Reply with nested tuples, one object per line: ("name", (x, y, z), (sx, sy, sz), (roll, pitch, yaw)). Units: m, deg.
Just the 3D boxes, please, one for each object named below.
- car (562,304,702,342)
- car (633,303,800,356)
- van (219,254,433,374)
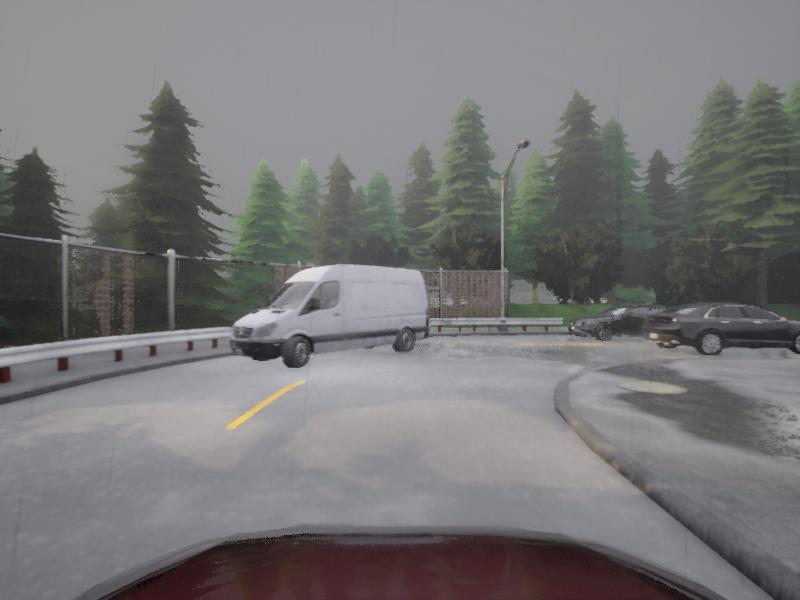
("car", (9.205, 0.873, 16.091), (4.674, 1.442, 1.812), (0, 0, -5))
("car", (10.023, 0.845, 12.178), (4.892, 1.490, 1.837), (0, -1, -4))
("van", (-1.714, 0.326, 11.364), (1.988, 2.561, 5.915), (-2, -1, 43))
